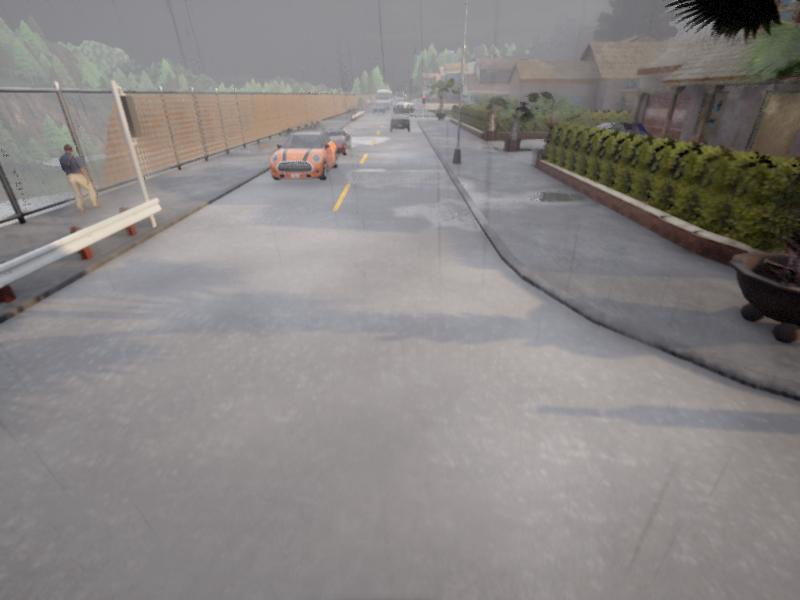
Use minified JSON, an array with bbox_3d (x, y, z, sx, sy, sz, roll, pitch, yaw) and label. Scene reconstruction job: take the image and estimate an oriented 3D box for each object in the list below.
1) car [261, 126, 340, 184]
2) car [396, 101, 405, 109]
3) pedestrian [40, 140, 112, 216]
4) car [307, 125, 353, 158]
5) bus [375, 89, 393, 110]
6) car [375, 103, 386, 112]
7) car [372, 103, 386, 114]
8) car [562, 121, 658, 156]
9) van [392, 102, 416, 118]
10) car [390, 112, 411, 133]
[{"bbox_3d":[-3.959,-6.243,16.901,2.097,1.767,4.553,0,27,0],"label":"car"},{"bbox_3d":[0.044,-49.102,100.886,2.242,1.667,4.611,0,27,0],"label":"car"},{"bbox_3d":[-8.681,-3.293,10.801,0.751,1.860,0.751,-3,27,-6],"label":"pedestrian"},{"bbox_3d":[-3.994,-9.397,23.529,1.994,1.385,4.181,0,27,0],"label":"car"},{"bbox_3d":[-3.838,-49.106,97.918,3.944,4.253,10.273,0,27,0],"label":"bus"},{"bbox_3d":[-3.965,-39.305,81.663,2.033,1.649,4.856,0,27,0],"label":"car"},{"bbox_3d":[-3.952,-36.164,75.534,2.152,1.651,5.027,1,27,1],"label":"car"},{"bbox_3d":[10.568,-8.250,20.382,3.633,1.501,1.845,-1,27,-2],"label":"car"},{"bbox_3d":[0.647,-30.219,63.447,2.069,2.038,4.480,-14,30,-20],"label":"van"},{"bbox_3d":[0.015,-16.922,38.028,1.882,1.535,5.008,0,27,0],"label":"car"}]
